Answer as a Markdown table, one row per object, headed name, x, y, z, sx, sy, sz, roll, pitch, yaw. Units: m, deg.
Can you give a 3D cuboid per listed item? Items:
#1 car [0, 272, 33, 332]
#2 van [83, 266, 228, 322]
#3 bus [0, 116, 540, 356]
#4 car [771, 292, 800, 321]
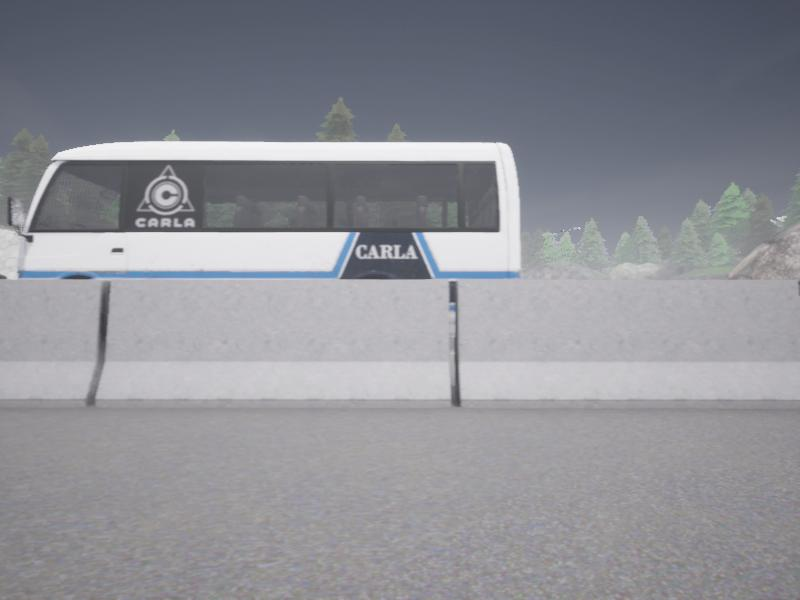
| name | x | y | z | sx | sy | sz | roll | pitch | yaw |
| --- | --- | --- | --- | --- | --- | --- | --- | --- | --- |
| car | -14.457 | 0.044 | 12.701 | 3.866 | 1.878 | 1.905 | 0 | 0 | 0 |
| van | -11.857 | -0.280 | 19.703 | 5.915 | 2.561 | 1.988 | 0 | 0 | 0 |
| bus | -2.648 | -1.135 | 9.078 | 10.273 | 4.253 | 3.944 | 0 | 0 | 0 |
| car | 21.905 | 0.300 | 19.699 | 5.357 | 1.411 | 2.033 | 0 | 0 | 0 |
